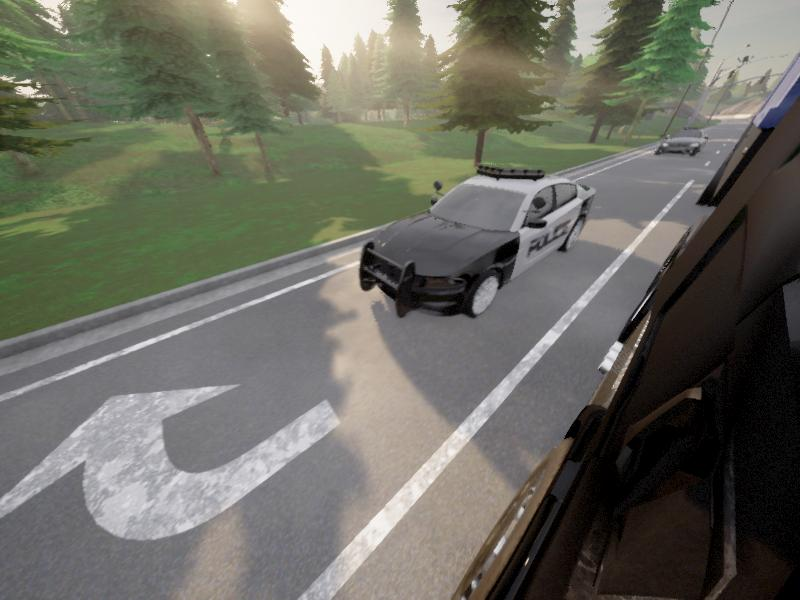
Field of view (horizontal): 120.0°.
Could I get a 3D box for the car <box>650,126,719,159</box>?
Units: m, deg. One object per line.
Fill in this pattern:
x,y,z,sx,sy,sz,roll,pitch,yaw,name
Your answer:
19.450,-10.817,15.772,4.974,1.542,2.038,-28,43,-30,car

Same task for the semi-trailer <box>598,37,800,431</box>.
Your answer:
8.693,-3.592,4.257,14.254,4.402,2.717,-28,43,-30,semi-trailer

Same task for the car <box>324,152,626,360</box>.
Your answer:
1.680,-1.440,4.146,5.238,1.638,1.930,-28,43,-30,car

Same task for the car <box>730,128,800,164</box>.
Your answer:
20.791,-8.747,13.017,4.181,1.385,1.994,-28,43,-30,car

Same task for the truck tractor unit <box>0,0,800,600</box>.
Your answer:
2.645,-0.295,0.351,6.516,4.208,3.053,-28,44,-30,truck tractor unit
